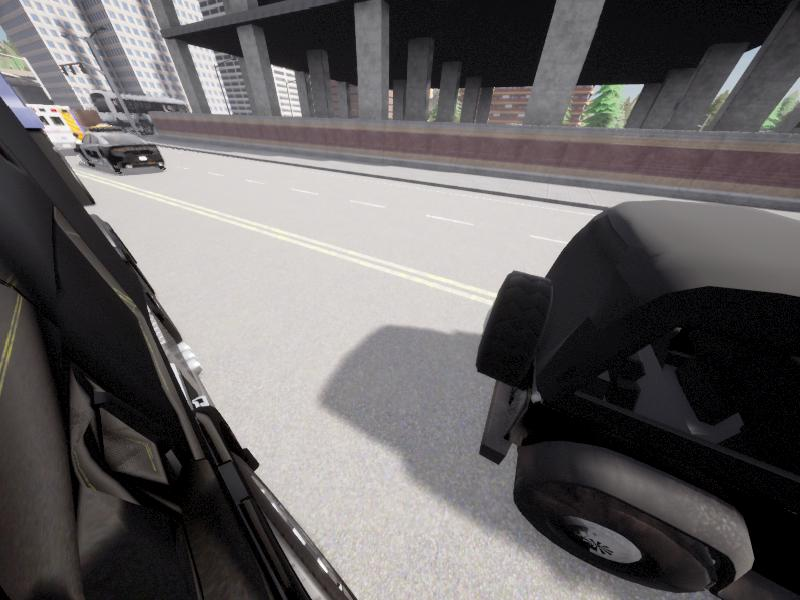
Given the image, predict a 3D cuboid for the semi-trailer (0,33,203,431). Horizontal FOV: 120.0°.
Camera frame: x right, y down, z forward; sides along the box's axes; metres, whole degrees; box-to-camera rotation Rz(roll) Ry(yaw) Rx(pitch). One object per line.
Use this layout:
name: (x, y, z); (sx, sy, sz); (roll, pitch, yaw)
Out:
semi-trailer: (-8.774, -3.552, 4.154); (14.254, 4.402, 2.717); (27, 43, 29)

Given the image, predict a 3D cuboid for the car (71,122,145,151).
car: (-23.077, -13.018, 18.294); (5.366, 1.575, 1.801); (20, 40, 21)

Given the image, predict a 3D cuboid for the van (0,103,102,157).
van: (-22.954, -10.932, 14.803); (6.366, 2.431, 2.351); (20, 40, 21)

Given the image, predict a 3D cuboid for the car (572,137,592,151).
car: (31.950, -27.598, 40.706); (1.905, 1.878, 3.866); (20, 40, 21)

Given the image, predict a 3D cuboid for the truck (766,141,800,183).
truck: (30.284, -9.472, 16.077); (2.627, 2.467, 5.204); (20, 40, 21)

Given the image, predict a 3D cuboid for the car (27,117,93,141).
car: (-32.690, -16.484, 22.255); (4.611, 1.667, 2.242); (20, 40, 21)

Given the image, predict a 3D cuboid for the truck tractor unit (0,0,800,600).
truck tractor unit: (-2.645, -0.295, 0.351); (6.516, 4.208, 3.053); (28, 44, 30)

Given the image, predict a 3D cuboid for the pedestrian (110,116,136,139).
pedestrian: (-28.691, -17.894, 23.939); (0.751, 1.860, 0.751); (12, 38, 12)

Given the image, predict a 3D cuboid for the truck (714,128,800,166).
truck: (48.828, -21.141, 31.734); (2.891, 3.827, 8.468); (20, 40, 21)

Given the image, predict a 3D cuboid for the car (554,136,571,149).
car: (29.374, -28.522, 41.781); (1.905, 1.878, 3.866); (20, 40, 21)

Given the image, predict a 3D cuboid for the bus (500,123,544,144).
bus: (35.123, -48.133, 66.729); (10.273, 4.253, 3.944); (20, 40, 22)

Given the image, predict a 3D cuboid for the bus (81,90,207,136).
bus: (-34.093, -25.352, 31.881); (3.944, 4.253, 10.273); (13, 38, 16)

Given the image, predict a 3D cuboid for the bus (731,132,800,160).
bus: (79.253, -32.244, 48.242); (10.273, 4.253, 3.944); (20, 40, 22)

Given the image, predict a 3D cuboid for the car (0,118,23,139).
car: (-37.716, -15.828, 21.193); (4.902, 1.511, 2.128); (20, 40, 21)

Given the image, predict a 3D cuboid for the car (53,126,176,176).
car: (-13.879, -7.372, 11.268); (5.238, 1.638, 1.930); (19, 40, 21)

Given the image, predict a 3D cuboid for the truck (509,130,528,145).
truck: (27.288, -37.433, 53.143); (2.615, 2.467, 5.204); (20, 40, 21)

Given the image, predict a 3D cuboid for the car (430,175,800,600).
car: (2.425, 0.734, 1.236); (3.866, 1.878, 1.905); (20, 40, 21)

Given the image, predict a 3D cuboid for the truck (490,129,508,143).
truck: (23.511, -38.789, 54.719); (2.615, 2.467, 5.204); (20, 40, 21)
